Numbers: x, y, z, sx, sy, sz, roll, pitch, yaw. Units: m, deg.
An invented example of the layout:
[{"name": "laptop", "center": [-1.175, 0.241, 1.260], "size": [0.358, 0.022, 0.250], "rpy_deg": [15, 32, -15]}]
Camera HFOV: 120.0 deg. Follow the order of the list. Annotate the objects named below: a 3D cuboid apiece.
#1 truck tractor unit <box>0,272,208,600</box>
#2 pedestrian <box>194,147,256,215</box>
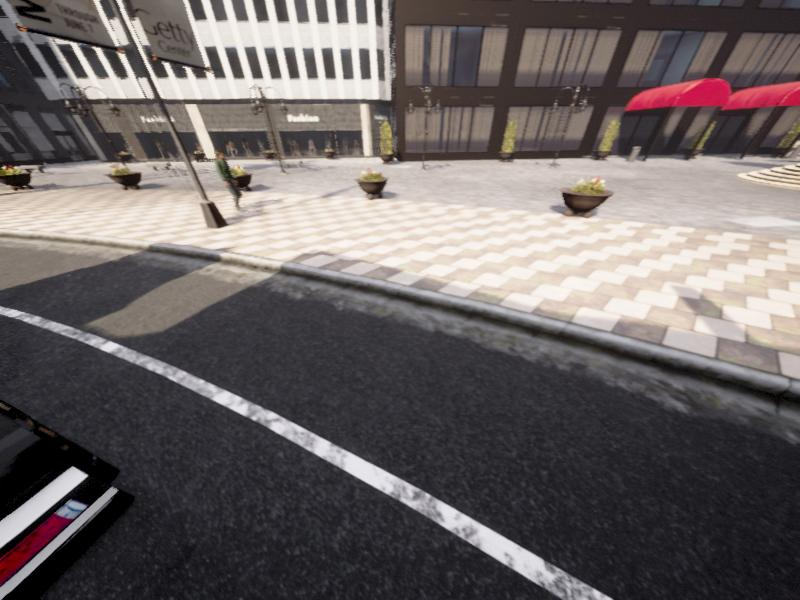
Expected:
[{"name": "truck tractor unit", "center": [-5.275, -0.089, 0.495], "size": [6.516, 4.208, 3.053], "rpy_deg": [11, 37, 15]}, {"name": "pedestrian", "center": [-5.600, -3.858, 7.553], "size": [0.751, 1.860, 0.751], "rpy_deg": [-1, 35, -1]}]
